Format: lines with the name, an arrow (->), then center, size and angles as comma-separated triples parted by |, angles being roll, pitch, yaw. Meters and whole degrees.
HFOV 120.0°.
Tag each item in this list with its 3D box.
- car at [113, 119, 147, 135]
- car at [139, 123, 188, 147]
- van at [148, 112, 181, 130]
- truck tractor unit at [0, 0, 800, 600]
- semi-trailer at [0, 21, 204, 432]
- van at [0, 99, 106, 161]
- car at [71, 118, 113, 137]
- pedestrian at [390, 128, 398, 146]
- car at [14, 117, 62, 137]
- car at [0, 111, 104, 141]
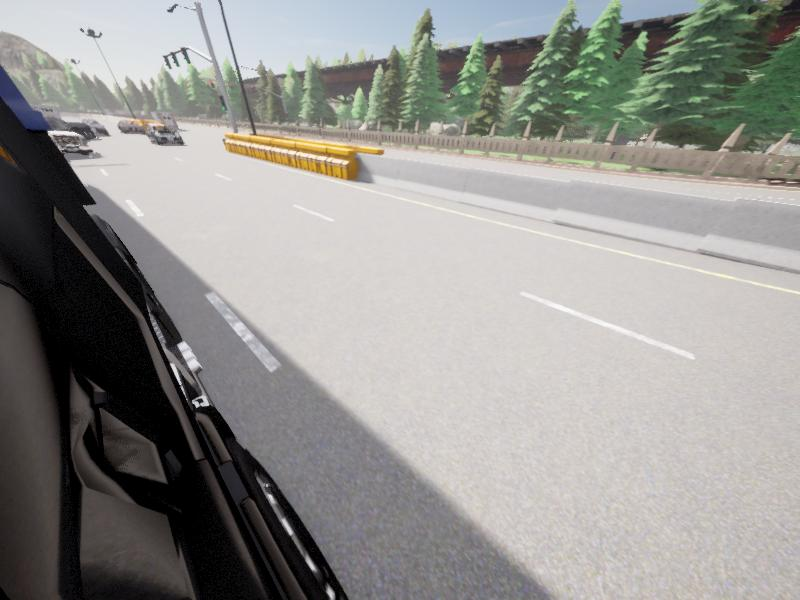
car -> -34.341, -21.969, 29.368 | 4.181, 1.385, 1.994 | 29, 44, 30
car -> -21.140, -14.785, 20.661 | 3.806, 1.475, 1.970 | 29, 44, 30
van -> -43.271, -32.858, 42.364 | 6.366, 2.431, 2.351 | 29, 44, 30
truck tractor unit -> -2.645, -0.295, 0.351 | 6.516, 4.208, 3.053 | 28, 44, 30
semi-trailer -> -8.848, -3.513, 4.055 | 14.254, 4.402, 2.717 | 26, 42, 28
van -> -21.030, -9.722, 13.138 | 6.366, 2.431, 2.351 | 16, 33, 14
car -> -33.764, -18.916, 25.314 | 5.357, 1.411, 2.033 | 29, 44, 30
pedestrian -> -0.837, -21.515, 30.528 | 0.751, 1.860, 0.751 | 29, 44, 30
car -> -35.231, -16.950, 22.602 | 4.181, 1.385, 1.994 | 29, 44, 30
car -> -29.914, -14.989, 19.955 | 1.932, 1.855, 4.605 | 17, 40, 18
